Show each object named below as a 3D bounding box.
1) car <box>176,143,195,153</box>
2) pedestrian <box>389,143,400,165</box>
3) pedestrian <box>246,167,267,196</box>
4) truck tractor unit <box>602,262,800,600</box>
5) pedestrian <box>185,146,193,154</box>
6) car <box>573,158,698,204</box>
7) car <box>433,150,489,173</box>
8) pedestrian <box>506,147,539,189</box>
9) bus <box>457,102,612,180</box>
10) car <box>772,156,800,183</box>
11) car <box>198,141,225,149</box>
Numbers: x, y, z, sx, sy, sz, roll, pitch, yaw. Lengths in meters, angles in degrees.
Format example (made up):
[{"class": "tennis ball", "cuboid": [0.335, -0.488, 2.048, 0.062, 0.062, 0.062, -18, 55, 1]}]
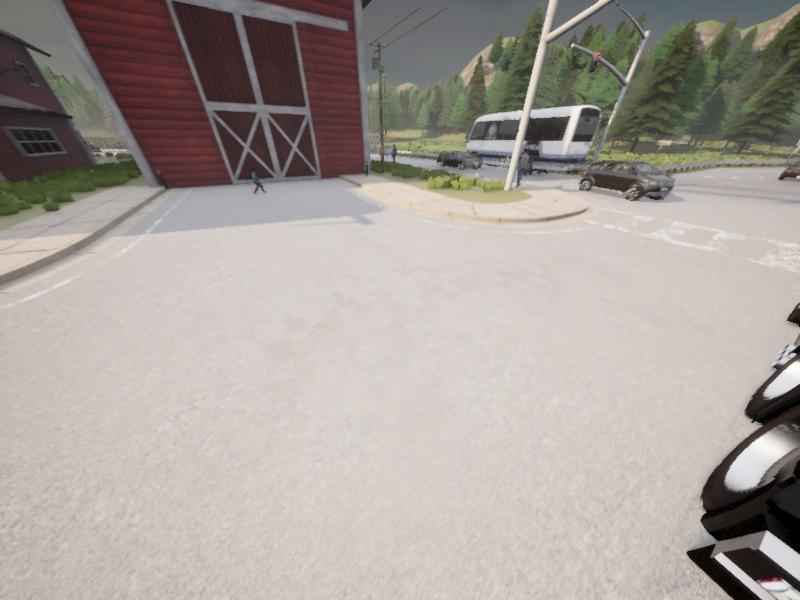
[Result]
[{"class": "car", "cuboid": [-42.729, -30.386, 46.045, 1.816, 1.474, 4.193, -18, 39, -24]}, {"class": "pedestrian", "cuboid": [-0.532, -14.530, 23.019, 0.751, 1.860, 0.751, -18, 39, -24]}, {"class": "pedestrian", "cuboid": [-6.553, -5.429, 10.542, 0.500, 1.100, 0.500, -18, 39, -24]}, {"class": "truck tractor unit", "cuboid": [5.111, -0.301, 0.786, 6.516, 4.208, 3.053, -18, 39, -24]}, {"class": "pedestrian", "cuboid": [-34.596, -24.597, 37.826, 0.500, 1.100, 0.500, -18, 39, -24]}, {"class": "car", "cuboid": [11.050, -5.918, 11.316, 1.789, 1.549, 3.705, -5, 34, -10]}, {"class": "car", "cuboid": [5.408, -12.926, 21.388, 2.128, 1.511, 4.902, -17, 38, -24]}, {"class": "pedestrian", "cuboid": [6.446, -6.979, 12.226, 0.751, 1.860, 0.751, -10, 36, -15]}, {"class": "bus", "cuboid": [10.124, -13.404, 19.724, 3.944, 4.253, 10.273, -18, 39, -24]}, {"class": "car", "cuboid": [29.884, -9.515, 16.782, 5.357, 1.411, 2.033, -18, 39, -24]}, {"class": "car", "cuboid": [-49.520, -40.773, 60.783, 1.930, 1.638, 5.238, 13, 37, 17]}]
